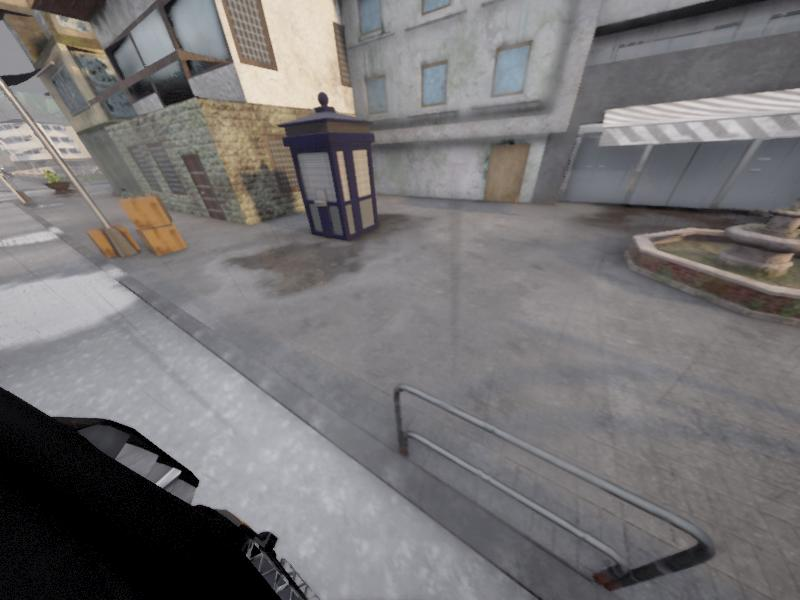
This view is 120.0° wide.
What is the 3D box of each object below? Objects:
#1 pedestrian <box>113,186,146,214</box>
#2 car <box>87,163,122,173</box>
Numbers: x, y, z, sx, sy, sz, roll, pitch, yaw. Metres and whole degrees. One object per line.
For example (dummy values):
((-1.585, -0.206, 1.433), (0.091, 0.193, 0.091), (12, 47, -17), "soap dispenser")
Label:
((-12.599, -4.646, 10.779), (0.500, 1.100, 0.500), (17, 39, 28), "pedestrian")
((-84.707, -37.937, 66.253), (2.150, 2.045, 5.566), (17, 38, 27), "car")
